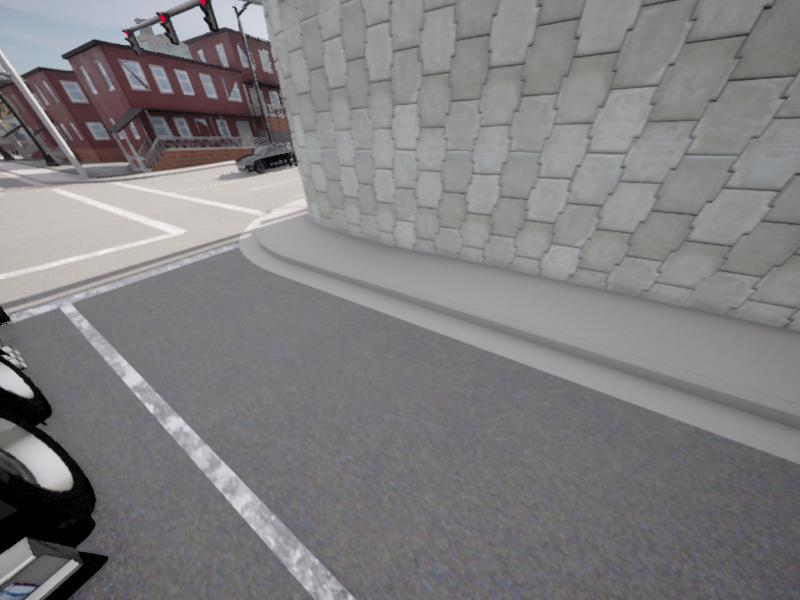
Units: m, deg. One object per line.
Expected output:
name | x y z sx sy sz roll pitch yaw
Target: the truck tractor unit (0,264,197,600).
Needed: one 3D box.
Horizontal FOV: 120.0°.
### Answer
truck tractor unit | -5.114 -0.297 0.785 6.516 4.208 3.053 18 39 24
